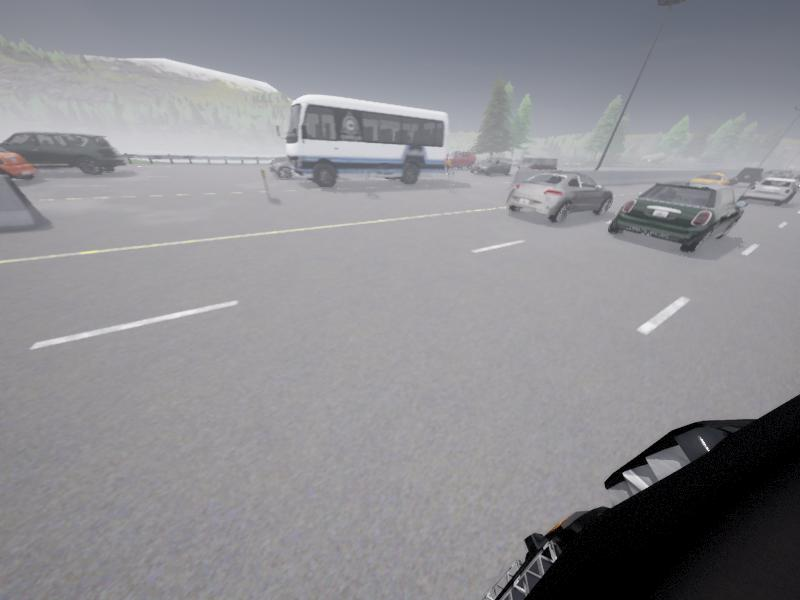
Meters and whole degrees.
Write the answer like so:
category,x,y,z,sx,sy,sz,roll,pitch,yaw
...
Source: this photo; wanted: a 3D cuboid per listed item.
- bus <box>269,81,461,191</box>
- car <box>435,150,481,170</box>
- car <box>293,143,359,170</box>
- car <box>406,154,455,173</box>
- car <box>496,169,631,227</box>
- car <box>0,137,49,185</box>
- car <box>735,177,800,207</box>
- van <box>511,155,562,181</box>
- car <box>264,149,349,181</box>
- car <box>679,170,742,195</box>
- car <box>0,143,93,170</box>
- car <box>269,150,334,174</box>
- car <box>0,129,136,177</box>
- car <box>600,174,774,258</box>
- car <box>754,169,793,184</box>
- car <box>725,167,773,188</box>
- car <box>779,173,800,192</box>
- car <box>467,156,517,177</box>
category,x,y,z,sx,sy,sz,roll,pitch,yaw
bus,-1.780,-9.695,14.571,10.273,4.253,3.944,-16,38,-26
car,7.523,-18.254,30.147,5.566,2.045,2.150,-17,38,-25
car,-7.133,-14.053,22.721,5.566,2.045,2.150,-16,38,-26
car,3.280,-14.586,24.775,5.008,1.535,1.882,-16,38,-26
car,6.842,-4.448,9.703,5.027,1.651,2.152,-16,38,-26
car,-19.599,-5.907,9.727,4.553,1.767,2.097,-16,38,-26
car,25.560,-7.505,15.863,3.806,1.475,1.970,-16,38,-26
van,13.672,-13.269,23.172,4.442,1.987,1.775,-16,38,-26
car,-6.506,-9.581,16.415,5.027,1.651,2.152,-16,38,-26
car,26.495,-10.055,19.681,5.366,1.575,1.801,-16,38,-26
car,-23.645,-9.021,14.561,4.718,1.301,1.895,-16,38,-26
car,-8.023,-11.346,19.045,4.514,1.525,2.007,-16,38,-26
car,-19.624,-8.239,13.013,5.566,2.045,2.150,-16,38,-26
car,9.230,-2.964,7.494,4.553,1.767,2.097,-16,38,-26
car,56.522,-18.724,34.944,4.611,1.667,2.242,-16,38,-26
car,39.782,-13.992,26.341,3.866,1.878,1.905,-16,38,-26
car,43.538,-12.715,24.961,3.988,1.617,1.851,-16,38,-26
car,9.825,-14.275,24.687,4.611,1.667,2.242,-16,38,-26
